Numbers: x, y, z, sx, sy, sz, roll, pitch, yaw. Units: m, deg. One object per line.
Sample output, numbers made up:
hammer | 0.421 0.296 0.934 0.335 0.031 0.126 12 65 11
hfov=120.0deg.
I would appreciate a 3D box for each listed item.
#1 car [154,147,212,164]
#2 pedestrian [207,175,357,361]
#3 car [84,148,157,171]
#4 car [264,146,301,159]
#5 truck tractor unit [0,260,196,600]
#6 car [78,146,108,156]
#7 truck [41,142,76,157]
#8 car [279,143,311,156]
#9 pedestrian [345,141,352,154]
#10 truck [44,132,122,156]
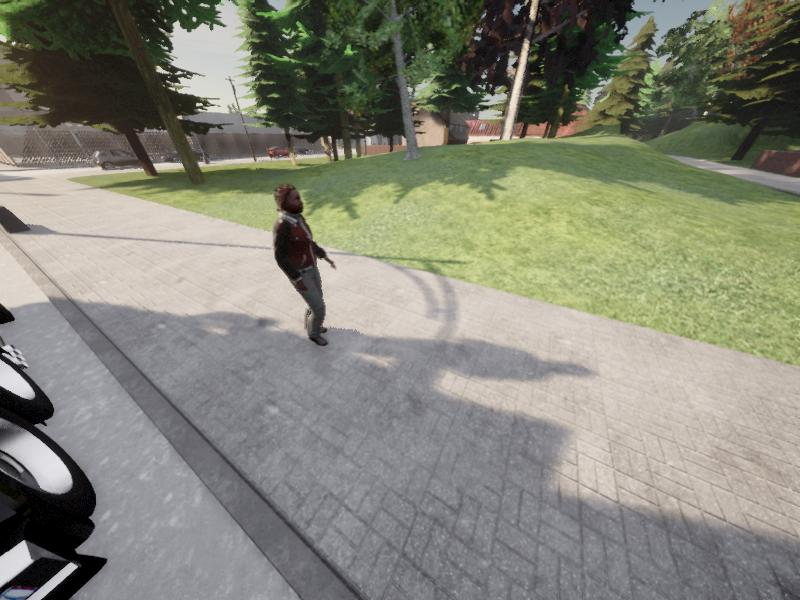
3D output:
car | -27.079 -18.218 29.052 1.837 1.490 4.892 18 39 24
pedestrian | -1.042 -0.275 2.546 0.751 1.860 0.751 3 35 5
car | -27.102 -13.789 22.600 1.851 1.617 3.988 19 39 25
car | -17.765 -22.472 35.062 2.007 1.525 4.514 16 38 22
truck tractor unit | -5.104 -0.308 0.789 6.516 4.208 3.053 19 39 24
car | -57.391 -27.899 43.146 5.357 1.415 2.033 18 39 24
truck | -59.521 -26.236 40.229 4.478 2.038 2.069 18 39 24
car | -18.529 -26.850 41.048 1.932 1.855 4.605 18 38 24
pedestrian | -9.517 -28.055 42.493 0.751 1.860 0.751 -29 44 -35
truck | -65.564 -32.481 48.161 2.891 3.827 8.468 18 39 24
